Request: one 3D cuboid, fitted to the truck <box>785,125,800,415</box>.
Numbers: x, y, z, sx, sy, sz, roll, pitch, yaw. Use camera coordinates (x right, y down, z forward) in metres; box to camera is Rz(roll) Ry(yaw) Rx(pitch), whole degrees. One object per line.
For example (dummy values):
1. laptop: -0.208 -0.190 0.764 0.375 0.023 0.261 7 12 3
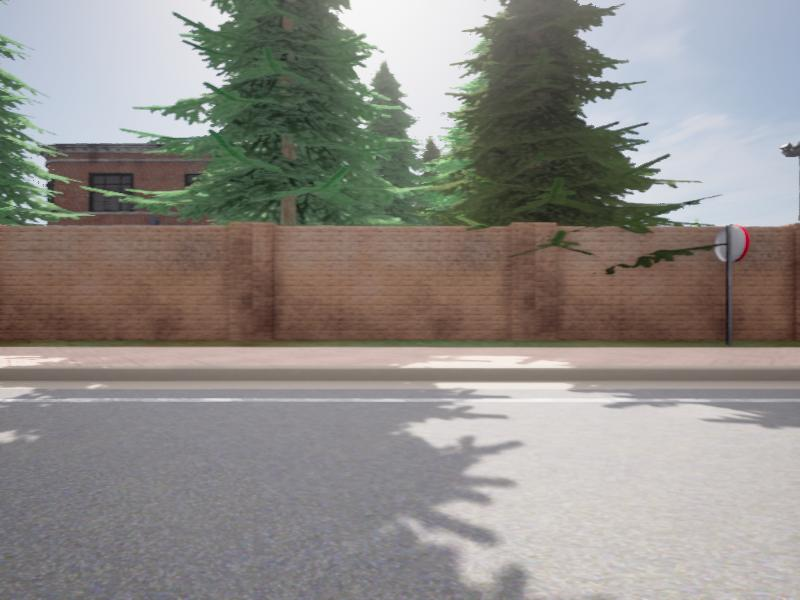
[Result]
1. truck: 6.000 -0.233 2.200 5.204 2.467 2.627 1 0 0
